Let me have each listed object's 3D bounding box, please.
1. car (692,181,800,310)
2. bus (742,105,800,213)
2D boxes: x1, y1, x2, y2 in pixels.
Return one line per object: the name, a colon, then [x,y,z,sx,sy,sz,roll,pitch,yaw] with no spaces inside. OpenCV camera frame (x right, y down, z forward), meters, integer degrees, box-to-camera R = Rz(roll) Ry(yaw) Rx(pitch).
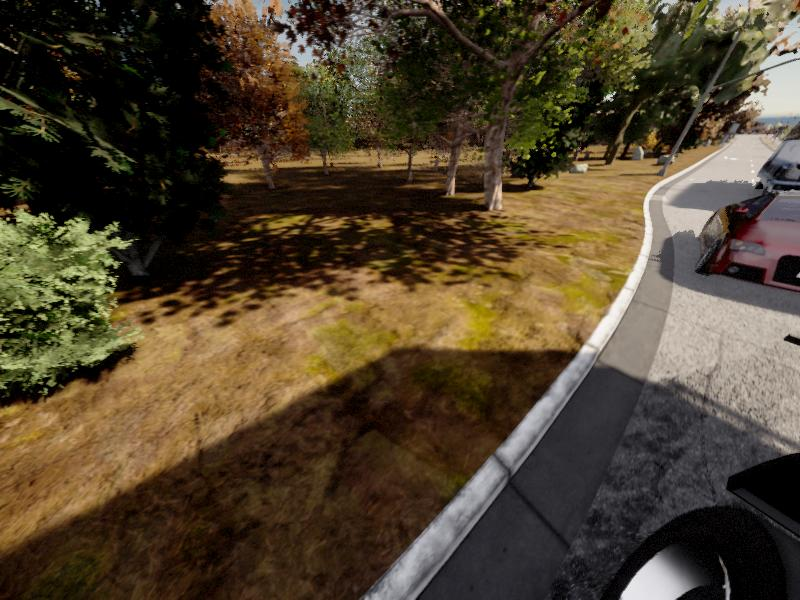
car: [7.691,-1.285,4.536,4.181,1.385,1.994,-29,42,-35]
bus: [19.276,-6.545,9.700,10.273,4.253,3.944,-25,41,-32]
